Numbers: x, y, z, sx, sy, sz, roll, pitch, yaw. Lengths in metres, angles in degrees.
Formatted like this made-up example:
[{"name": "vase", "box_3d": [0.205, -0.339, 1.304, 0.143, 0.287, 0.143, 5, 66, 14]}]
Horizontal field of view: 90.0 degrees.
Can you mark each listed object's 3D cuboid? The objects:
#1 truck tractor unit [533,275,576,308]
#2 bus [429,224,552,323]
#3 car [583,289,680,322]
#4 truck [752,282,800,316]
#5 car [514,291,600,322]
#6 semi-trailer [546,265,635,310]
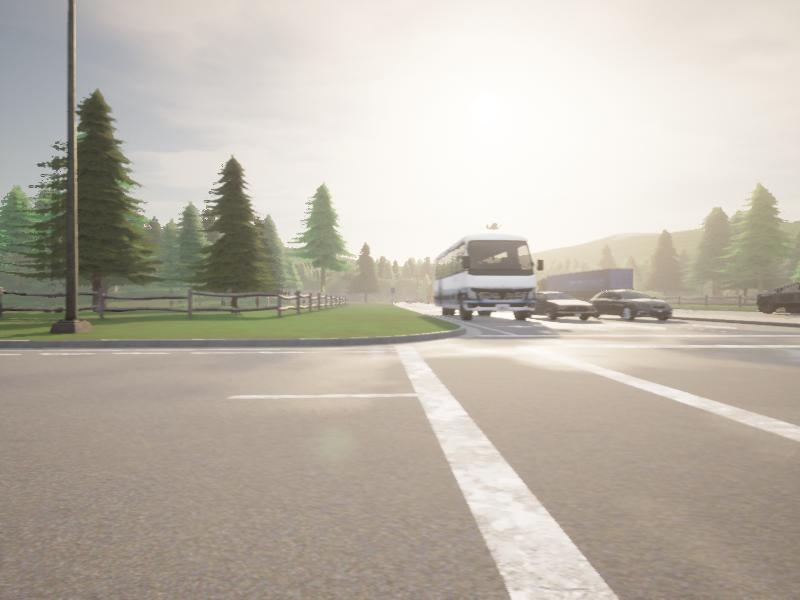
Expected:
[{"name": "truck tractor unit", "box_3d": [20.741, -1.131, 54.197, 3.053, 4.208, 6.516, 0, 0, -3]}, {"name": "bus", "box_3d": [4.322, -1.137, 22.474, 3.944, 4.253, 10.273, 0, 0, -4]}, {"name": "car", "box_3d": [11.366, 0.239, 20.168, 1.837, 1.490, 4.892, 0, 0, -4]}, {"name": "truck", "box_3d": [26.081, -0.069, 25.026, 2.390, 2.098, 6.274, 0, 0, -4]}, {"name": "car", "box_3d": [7.828, 0.291, 20.622, 2.033, 1.411, 5.357, 0, 0, -4]}, {"name": "semi-trailer", "box_3d": [21.229, -1.229, 46.295, 2.717, 4.402, 14.254, 0, 0, -4]}]
